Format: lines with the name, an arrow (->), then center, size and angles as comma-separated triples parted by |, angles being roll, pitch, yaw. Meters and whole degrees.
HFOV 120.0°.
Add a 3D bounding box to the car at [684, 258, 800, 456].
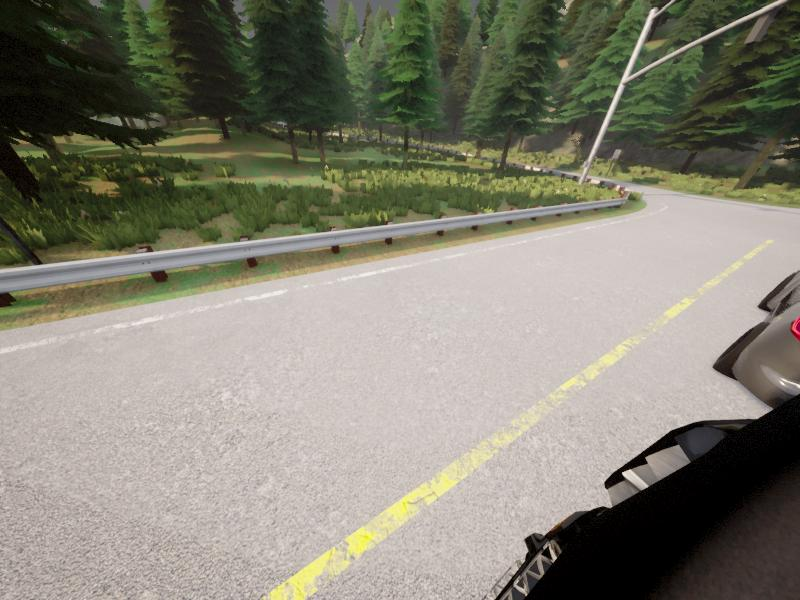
car -> 5.833, 0.330, 2.380 | 4.611, 1.667, 2.242 | -16, 38, -26
